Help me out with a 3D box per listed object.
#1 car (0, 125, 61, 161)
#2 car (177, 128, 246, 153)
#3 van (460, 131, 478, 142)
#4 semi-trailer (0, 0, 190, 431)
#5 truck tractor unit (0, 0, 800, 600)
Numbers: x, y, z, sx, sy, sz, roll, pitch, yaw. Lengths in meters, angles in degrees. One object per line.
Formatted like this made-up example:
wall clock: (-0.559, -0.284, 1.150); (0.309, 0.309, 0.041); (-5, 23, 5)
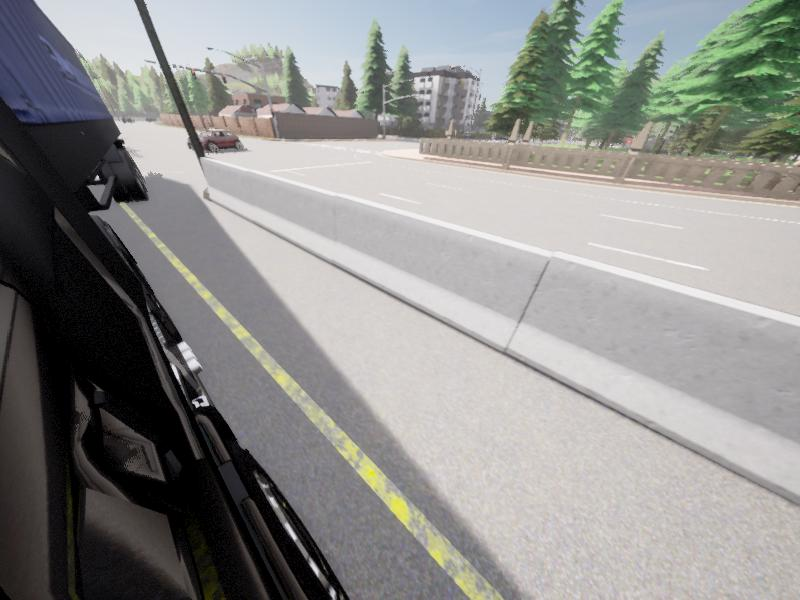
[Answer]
car: (-21.501, -8.966, 13.095); (4.181, 1.385, 1.994); (28, 43, 29)
car: (-15.274, -13.168, 19.041); (1.970, 1.475, 3.806); (12, 38, 12)
van: (17.371, -41.122, 58.141); (2.069, 2.038, 4.480); (29, 44, 30)
semi-trailer: (-8.136, -3.940, 4.707); (2.717, 4.402, 14.254); (-27, 46, -33)
truck tractor unit: (-2.645, -0.295, 0.351); (6.516, 4.208, 3.053); (28, 44, 30)
